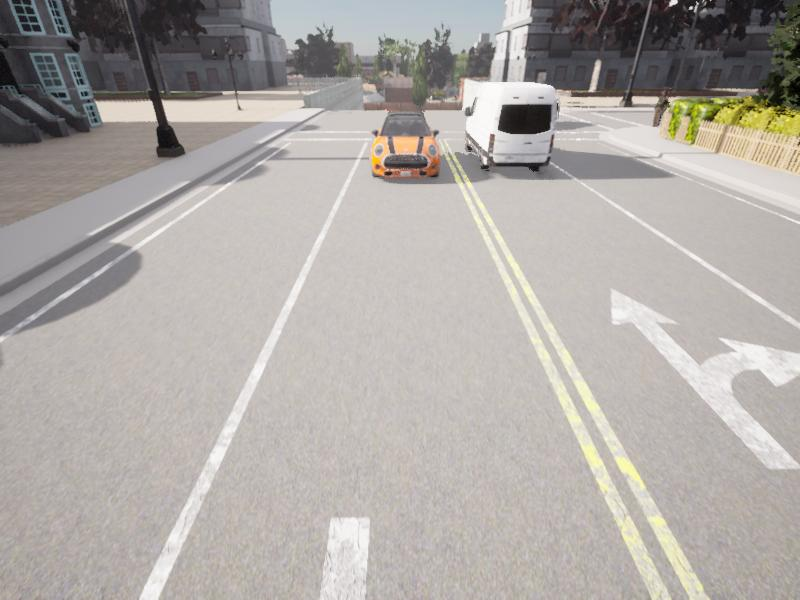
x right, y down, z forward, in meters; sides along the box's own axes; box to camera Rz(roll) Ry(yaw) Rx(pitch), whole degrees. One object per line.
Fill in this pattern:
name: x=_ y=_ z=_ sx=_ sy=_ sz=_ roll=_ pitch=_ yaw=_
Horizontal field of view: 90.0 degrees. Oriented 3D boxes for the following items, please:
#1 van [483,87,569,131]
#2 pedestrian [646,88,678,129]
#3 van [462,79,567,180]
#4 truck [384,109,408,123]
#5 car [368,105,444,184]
van: x=7.200 y=-11.045 z=22.936 sx=4.480 sy=2.038 sz=2.069 roll=-19 pitch=35 yaw=-31
pedestrian: x=13.585 y=-9.964 z=20.799 sx=0.751 sy=1.860 sz=0.751 roll=27 pitch=40 yaw=37
van: x=3.696 y=-6.366 z=14.363 sx=1.988 sy=2.561 sz=5.915 roll=0 pitch=31 yaw=0
truck: x=-0.886 y=-41.781 z=90.802 sx=5.204 sy=2.467 sz=2.627 roll=0 pitch=30 yaw=0
car: x=0.180 y=-5.329 z=13.339 sx=2.097 sy=1.767 sz=4.553 roll=0 pitch=30 yaw=0
